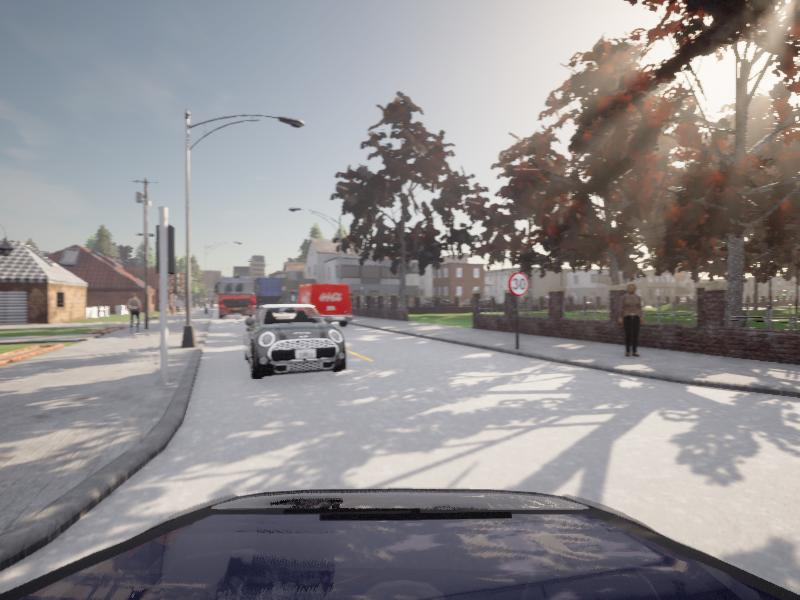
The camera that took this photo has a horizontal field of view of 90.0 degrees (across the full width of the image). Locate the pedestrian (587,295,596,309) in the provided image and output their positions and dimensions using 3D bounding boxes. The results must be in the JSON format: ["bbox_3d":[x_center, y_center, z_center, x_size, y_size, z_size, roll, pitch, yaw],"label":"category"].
[{"bbox_3d":[25.532,0.314,53.244,0.751,1.860,0.751,0,0,-24],"label":"pedestrian"}]

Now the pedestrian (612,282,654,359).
[{"bbox_3d":[5.842,0.487,10.079,0.751,1.860,0.751,0,0,17],"label":"pedestrian"}]

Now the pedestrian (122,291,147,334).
[{"bbox_3d":[-11.790,0.550,17.796,0.751,1.860,0.751,0,0,-17],"label":"pedestrian"}]

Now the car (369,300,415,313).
[{"bbox_3d":[-0.922,0.749,47.015,4.902,1.511,2.128,0,0,-25],"label":"car"}]

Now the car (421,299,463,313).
[{"bbox_3d":[5.273,0.657,49.648,4.856,1.649,2.033,0,0,-26],"label":"car"}]

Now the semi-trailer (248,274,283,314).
[{"bbox_3d":[-17.512,-0.638,51.428,2.717,4.402,14.254,0,0,-25],"label":"semi-trailer"}]

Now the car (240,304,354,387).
[{"bbox_3d":[-2.620,0.845,9.435,1.970,1.475,3.806,0,0,-25],"label":"car"}]

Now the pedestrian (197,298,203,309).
[{"bbox_3d":[-32.502,0.553,65.004,0.751,1.860,0.751,0,0,-19],"label":"pedestrian"}]

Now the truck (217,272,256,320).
[{"bbox_3d":[-15.080,-0.325,36.540,2.891,3.827,8.468,0,0,-25],"label":"truck"}]

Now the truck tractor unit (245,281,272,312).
[{"bbox_3d":[-20.816,-0.540,58.618,3.053,4.208,6.516,0,1,-25],"label":"truck tractor unit"}]

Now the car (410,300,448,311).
[{"bbox_3d":[3.884,0.723,53.590,4.892,1.490,1.837,0,0,-25],"label":"car"}]

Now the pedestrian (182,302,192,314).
[{"bbox_3d":[-22.143,0.831,41.655,0.751,1.300,0.751,0,0,-15],"label":"pedestrian"}]

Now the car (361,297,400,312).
[{"bbox_3d":[-2.471,0.565,50.643,4.605,1.855,1.932,0,0,-25],"label":"car"}]

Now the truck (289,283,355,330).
[{"bbox_3d":[-4.774,0.331,23.714,2.627,2.467,5.204,0,0,-25],"label":"truck"}]
